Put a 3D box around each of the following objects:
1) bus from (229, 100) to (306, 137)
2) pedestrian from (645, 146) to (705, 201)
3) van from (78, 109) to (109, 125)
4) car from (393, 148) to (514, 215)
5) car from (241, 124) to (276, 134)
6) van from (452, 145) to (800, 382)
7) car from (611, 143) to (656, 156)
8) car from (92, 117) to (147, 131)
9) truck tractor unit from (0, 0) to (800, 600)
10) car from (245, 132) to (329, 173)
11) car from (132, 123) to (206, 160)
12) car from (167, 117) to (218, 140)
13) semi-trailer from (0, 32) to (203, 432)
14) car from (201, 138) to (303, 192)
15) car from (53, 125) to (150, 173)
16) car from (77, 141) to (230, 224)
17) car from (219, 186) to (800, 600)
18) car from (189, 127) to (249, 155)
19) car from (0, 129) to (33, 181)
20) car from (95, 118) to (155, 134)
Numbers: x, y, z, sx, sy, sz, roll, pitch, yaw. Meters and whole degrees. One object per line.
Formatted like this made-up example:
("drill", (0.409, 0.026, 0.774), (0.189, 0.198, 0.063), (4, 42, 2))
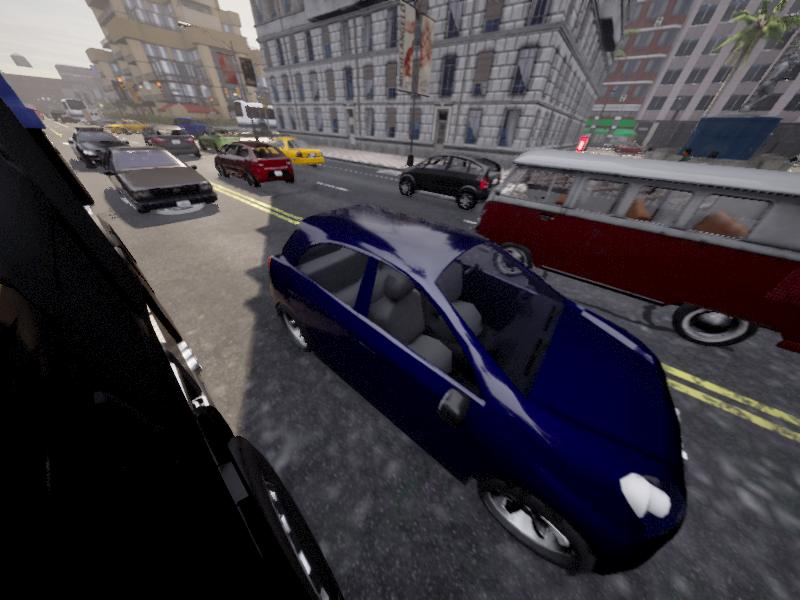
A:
("bus", (-22.589, -31.321, 40.313), (3.944, 4.253, 10.273), (27, 41, 29))
("pedestrian", (11.265, -5.204, 9.521), (0.751, 1.860, 0.751), (-27, 46, -33))
("van", (-62.799, -37.479, 47.333), (6.366, 2.431, 2.351), (27, 43, 28))
("car", (1.755, -4.499, 8.481), (3.705, 1.549, 1.789), (27, 43, 29))
("car", (-27.954, -33.929, 45.831), (2.033, 1.411, 5.357), (27, 43, 28))
("van", (3.426, -1.127, 3.747), (4.442, 1.987, 1.775), (27, 43, 29))
("car", (39.048, -25.313, 38.814), (2.163, 1.488, 4.792), (-21, 43, -29))
("car", (-42.557, -26.774, 35.209), (2.128, 1.511, 4.902), (27, 43, 29))
("truck tractor unit", (-2.645, -0.295, 0.351), (6.516, 4.208, 3.053), (28, 44, 30))
("car", (-6.764, -8.892, 13.744), (5.366, 1.575, 1.801), (27, 43, 28))
("car", (-15.315, -10.561, 15.311), (4.611, 1.667, 2.242), (30, 44, 31))
("car", (-25.628, -21.492, 28.871), (2.150, 2.045, 5.566), (-6, 38, -10))
("semi-trailer", (-8.785, -3.554, 4.126), (14.254, 4.402, 2.717), (27, 43, 29))
("car", (-6.384, -5.972, 9.965), (4.193, 1.474, 1.816), (27, 43, 29))
("car", (-15.121, -7.750, 11.695), (4.974, 1.542, 2.038), (27, 43, 28))
("car", (-7.853, -3.984, 7.284), (5.357, 1.411, 2.033), (28, 43, 29))
("car", (0.364, 0.158, 2.204), (3.633, 1.501, 1.845), (28, 43, 29))
("car", (-14.333, -12.689, 18.336), (4.514, 1.525, 2.007), (27, 43, 28))
("car", (-16.183, -5.598, 8.774), (3.633, 1.501, 1.845), (27, 43, 29))
("car", (-36.049, -23.014, 30.581), (1.801, 1.575, 5.366), (2, 37, -2))
